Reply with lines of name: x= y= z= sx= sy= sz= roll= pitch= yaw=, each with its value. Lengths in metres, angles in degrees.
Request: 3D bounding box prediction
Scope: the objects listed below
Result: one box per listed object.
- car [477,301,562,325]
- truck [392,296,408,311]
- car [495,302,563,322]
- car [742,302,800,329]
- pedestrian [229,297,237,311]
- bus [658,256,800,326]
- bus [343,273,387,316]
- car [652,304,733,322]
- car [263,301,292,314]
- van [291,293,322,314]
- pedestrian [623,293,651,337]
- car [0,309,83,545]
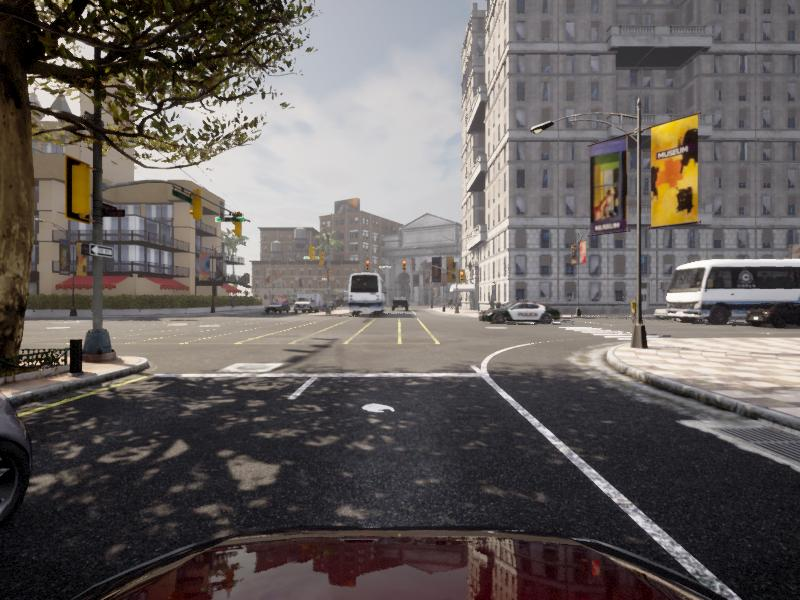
car: x=7.803 y=0.823 z=26.434 sx=4.974 sy=1.542 sz=2.038 roll=0 pitch=0 yaw=0
truck: x=0.000 y=0.534 z=59.649 sx=2.390 sy=2.098 sz=6.274 roll=0 pitch=0 yaw=0
car: x=9.694 y=0.865 z=30.416 sx=4.674 sy=1.442 sz=1.812 roll=0 pitch=0 yaw=9
car: x=22.546 y=0.851 z=23.029 sx=4.193 sy=1.474 sz=1.816 roll=0 pitch=0 yaw=0
pedestrian: x=-22.224 y=0.477 z=53.210 sx=0.751 sy=1.860 sz=0.751 roll=0 pitch=0 yaw=1
bus: x=23.420 y=-0.539 z=26.400 sx=10.273 sy=4.253 sz=3.944 roll=0 pitch=0 yaw=0
bus: x=-3.622 y=-0.541 z=44.526 sx=3.944 sy=4.253 sz=10.273 roll=0 pitch=0 yaw=0
car: x=21.844 y=0.939 z=30.013 sx=4.718 sy=1.301 sz=1.895 roll=0 pitch=0 yaw=0
car: x=-15.001 y=0.888 z=49.342 sx=2.033 sy=1.411 sz=5.357 roll=0 pitch=0 yaw=0
van: x=-11.502 y=0.371 z=49.802 sx=2.351 sy=2.431 sz=6.366 roll=0 pitch=0 yaw=0
pedestrian: x=10.320 y=0.635 z=17.429 sx=0.751 sy=1.860 sz=0.751 roll=0 pitch=0 yaw=-5
car: x=-3.492 y=0.826 z=1.425 sx=1.845 sy=1.501 sz=3.633 roll=0 pitch=0 yaw=0
